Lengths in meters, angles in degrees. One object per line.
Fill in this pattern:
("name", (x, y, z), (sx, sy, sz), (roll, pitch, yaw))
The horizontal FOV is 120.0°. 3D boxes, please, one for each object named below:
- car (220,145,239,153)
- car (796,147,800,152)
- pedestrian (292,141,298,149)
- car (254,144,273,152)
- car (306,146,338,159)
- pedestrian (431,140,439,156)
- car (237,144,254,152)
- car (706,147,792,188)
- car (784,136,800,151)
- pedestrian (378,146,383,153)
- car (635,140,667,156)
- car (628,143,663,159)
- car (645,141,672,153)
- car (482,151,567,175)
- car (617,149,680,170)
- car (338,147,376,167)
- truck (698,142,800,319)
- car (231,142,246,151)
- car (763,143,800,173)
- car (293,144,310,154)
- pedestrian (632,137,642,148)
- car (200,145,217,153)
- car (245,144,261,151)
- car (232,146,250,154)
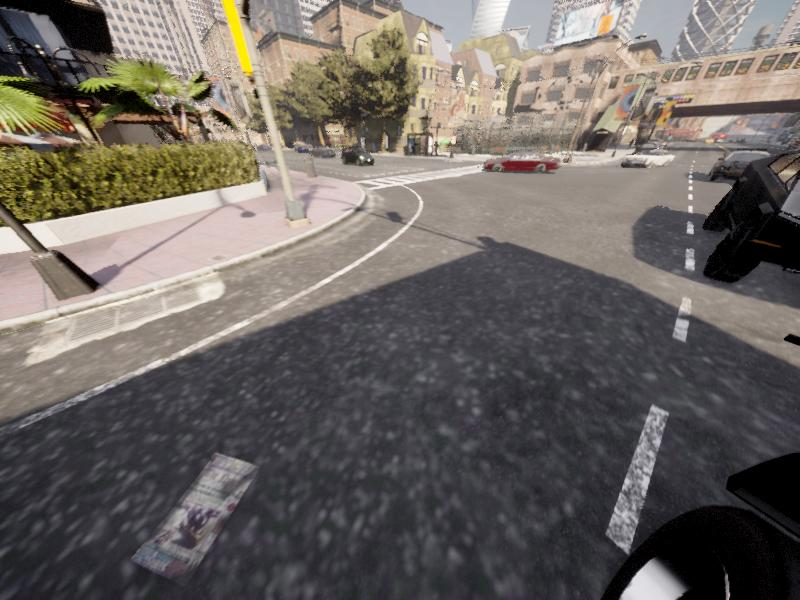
("car", (-41.111, -36.436, 55.689), (2.152, 1.651, 5.027), (-29, 44, -34))
("car", (63.321, -23.396, 35.246), (4.718, 1.301, 1.895), (-29, 44, -34))
("pedestrian", (-29.708, -43.853, 65.353), (0.751, 1.860, 0.751), (26, 43, 33))
("car", (-34.680, -38.558, 58.558), (5.357, 1.411, 2.033), (27, 44, 34))
("car", (-11.716, -21.999, 34.459), (2.033, 1.411, 5.357), (-29, 44, -34))
("pedestrian", (4.969, -21.632, 32.930), (0.751, 1.860, 0.751), (-25, 42, -31))
("car", (-38.448, -37.873, 57.450), (2.033, 1.649, 4.856), (-29, 44, -34))
("car", (20.070, -7.958, 13.584), (5.238, 1.638, 1.930), (-29, 44, -34))
("car", (68.677, -26.657, 39.186), (5.566, 2.045, 2.435), (-29, 44, -34))
("pedestrian", (-3.461, -26.630, 40.898), (0.500, 1.100, 0.500), (-27, 43, -33))
("car", (35.804, -21.742, 32.930), (4.553, 1.767, 2.185), (-29, 44, -34))
("car", (31.218, -19.026, 29.337), (5.008, 1.535, 2.097), (-29, 44, -34))
("car", (43.682, -25.911, 38.987), (4.892, 1.521, 2.231), (-29, 44, -34))
("car", (9.283, -10.610, 17.785), (5.357, 1.411, 2.033), (8, 36, 13))
("car", (21.310, -12.121, 19.829), (4.718, 1.301, 1.895), (-17, 38, -22))
("car", (-4.483, -14.912, 23.997), (1.851, 1.617, 3.988), (-29, 44, -34))
("truck", (8.367, -1.760, 4.508), (6.274, 2.098, 2.390), (-29, 44, -34))
("car", (-42.830, -40.573, 61.163), (1.905, 1.878, 3.866), (-29, 44, -34))
("car", (30.140, -10.717, 17.336), (4.611, 1.667, 2.242), (-29, 44, -34))
("car", (-20.013, -30.543, 46.762), (2.163, 1.488, 4.792), (-18, 38, -23))
("pedestrian", (51.142, -33.947, 49.776), (0.751, 1.860, 0.751), (-26, 42, -32))
("car", (-46.649, -36.889, 56.256), (1.801, 1.575, 5.366), (-29, 44, -34))
("car", (-40.527, -41.943, 63.443), (2.163, 1.488, 4.792), (-29, 44, -34))
("car", (-34.459, -32.528, 49.932), (1.994, 1.385, 4.181), (-29, 44, -34))
